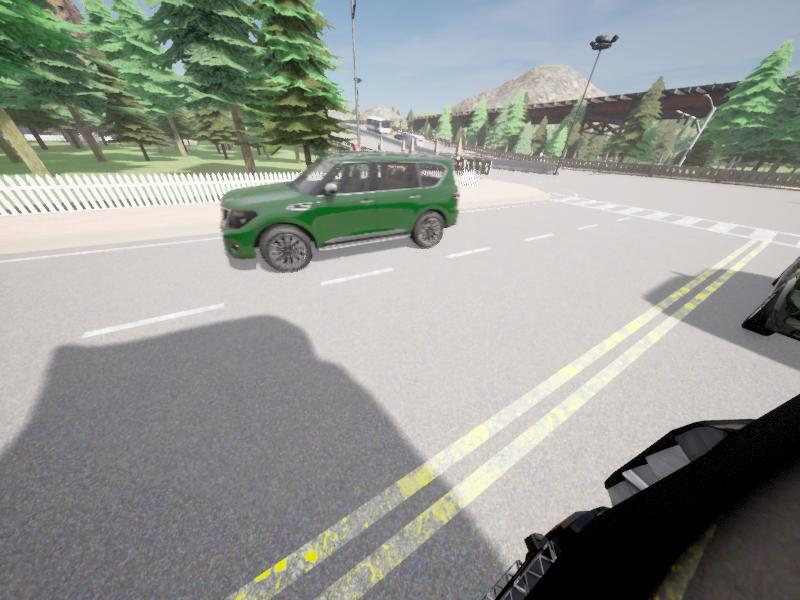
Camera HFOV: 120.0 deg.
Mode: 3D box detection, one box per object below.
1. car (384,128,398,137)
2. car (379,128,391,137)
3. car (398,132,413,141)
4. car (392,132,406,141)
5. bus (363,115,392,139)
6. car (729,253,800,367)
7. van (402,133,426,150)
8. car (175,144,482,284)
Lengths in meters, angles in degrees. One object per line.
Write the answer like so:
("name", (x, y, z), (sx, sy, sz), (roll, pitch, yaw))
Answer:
("car", (-2.889, -53.309, 73.373), (1.801, 1.575, 5.366), (-17, 46, -27))
("car", (-4.657, -50.981, 70.324), (1.816, 1.474, 4.193), (-17, 46, -27))
("car", (1.604, -48.123, 67.953), (2.163, 1.488, 4.792), (-17, 46, -27))
("car", (-0.321, -46.005, 65.078), (1.816, 1.474, 4.193), (-17, 46, -27))
("bus", (-6.644, -50.016, 66.647), (3.944, 4.253, 10.273), (-17, 46, -27))
("car", (7.416, -0.209, 3.196), (4.553, 1.767, 2.097), (-16, 38, -26))
("van", (3.195, -38.061, 55.389), (2.351, 2.431, 6.366), (-17, 46, -27))
("car", (-1.075, -2.345, 5.536), (5.566, 2.045, 2.150), (-15, 38, -25))
